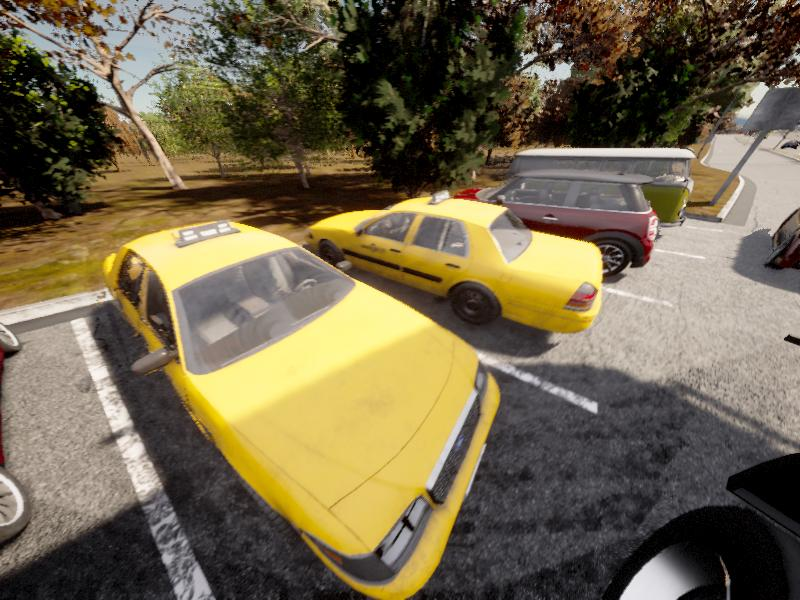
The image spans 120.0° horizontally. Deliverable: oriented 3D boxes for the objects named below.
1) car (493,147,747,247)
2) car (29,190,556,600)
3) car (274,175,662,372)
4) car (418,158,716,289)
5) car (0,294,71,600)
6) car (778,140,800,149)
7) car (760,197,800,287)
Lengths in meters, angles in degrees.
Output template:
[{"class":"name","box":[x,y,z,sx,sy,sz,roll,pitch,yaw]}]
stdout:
[{"class":"car","box":[5.442,-3.225,6.721,4.442,1.987,1.878,20,40,28]},{"class":"car","box":[-1.713,-0.004,2.601,5.366,1.575,1.946,21,40,29]},{"class":"car","box":[0.395,-1.115,4.167,5.366,1.575,1.946,21,40,28]},{"class":"car","box":[2.978,-2.152,5.397,4.553,1.767,2.185,21,40,28]},{"class":"car","box":[-4.291,0.967,1.326,4.674,1.452,2.002,21,41,29]},{"class":"car","box":[80.818,-32.134,47.822,4.193,1.474,1.816,-27,43,-33]},{"class":"car","box":[9.249,-1.270,4.435,4.181,1.385,1.994,-23,41,-29]}]
